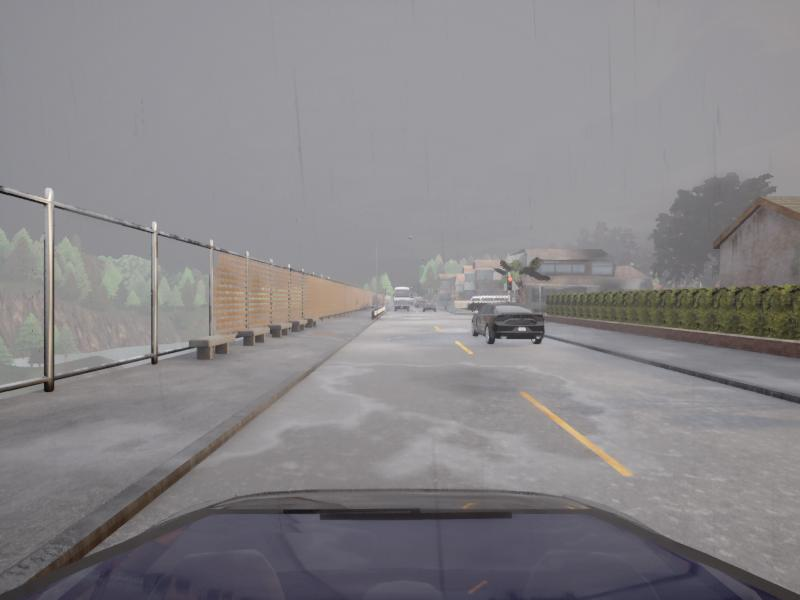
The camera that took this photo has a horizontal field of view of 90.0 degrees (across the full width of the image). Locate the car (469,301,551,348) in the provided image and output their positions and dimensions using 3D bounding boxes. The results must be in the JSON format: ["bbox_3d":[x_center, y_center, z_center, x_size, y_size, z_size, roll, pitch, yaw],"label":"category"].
[{"bbox_3d":[4.085,0.823,15.817,1.882,1.535,5.008,0,0,0],"label":"car"}]

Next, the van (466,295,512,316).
[{"bbox_3d":[9.051,0.571,40.728,4.480,2.038,2.069,0,0,12],"label":"van"}]

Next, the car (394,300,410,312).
[{"bbox_3d":[0.314,0.781,57.989,2.152,1.651,5.027,0,0,2],"label":"car"}]

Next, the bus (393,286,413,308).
[{"bbox_3d":[0.551,-0.539,83.810,3.944,4.253,10.273,0,0,0],"label":"bus"}]
